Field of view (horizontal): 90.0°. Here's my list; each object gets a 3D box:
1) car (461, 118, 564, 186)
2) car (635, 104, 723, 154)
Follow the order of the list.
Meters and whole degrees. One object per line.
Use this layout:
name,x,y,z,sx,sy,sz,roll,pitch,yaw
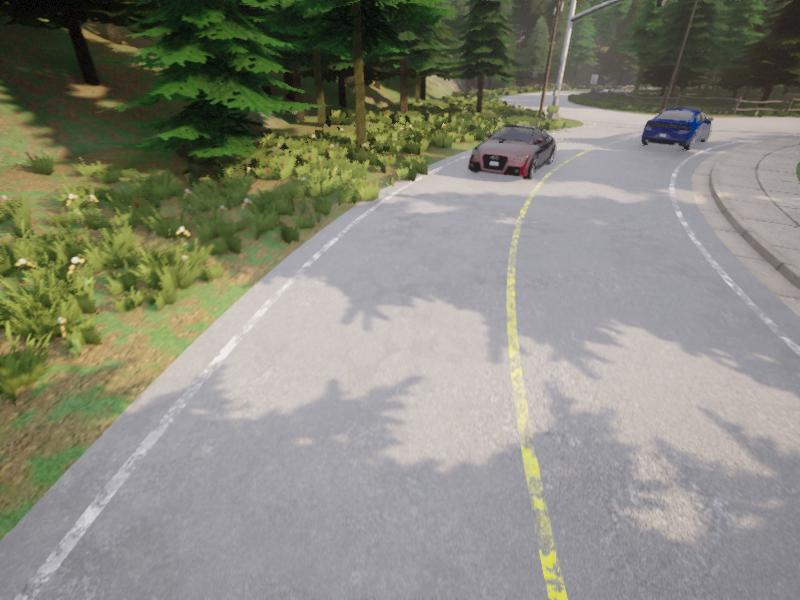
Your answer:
car,3.920,-5.158,13.567,1.994,1.385,4.181,18,34,27
car,12.839,-7.964,18.334,1.882,1.535,5.008,27,39,37
